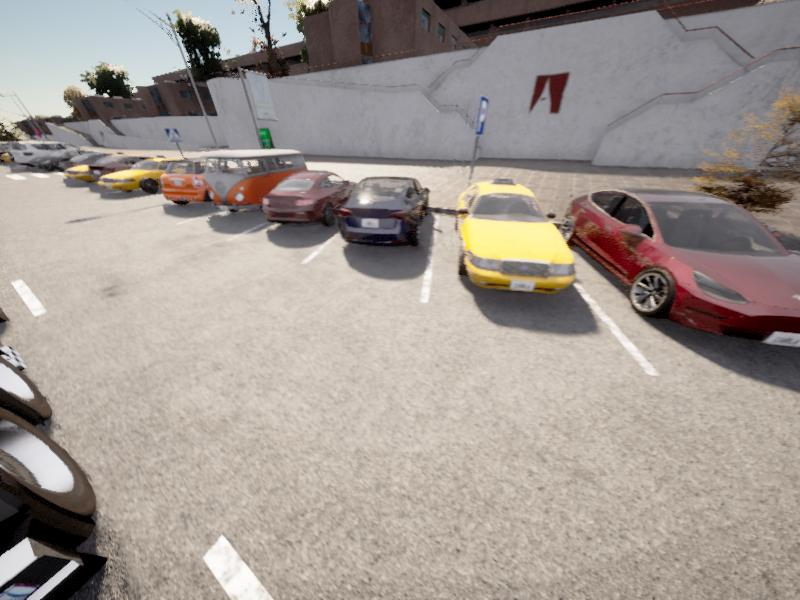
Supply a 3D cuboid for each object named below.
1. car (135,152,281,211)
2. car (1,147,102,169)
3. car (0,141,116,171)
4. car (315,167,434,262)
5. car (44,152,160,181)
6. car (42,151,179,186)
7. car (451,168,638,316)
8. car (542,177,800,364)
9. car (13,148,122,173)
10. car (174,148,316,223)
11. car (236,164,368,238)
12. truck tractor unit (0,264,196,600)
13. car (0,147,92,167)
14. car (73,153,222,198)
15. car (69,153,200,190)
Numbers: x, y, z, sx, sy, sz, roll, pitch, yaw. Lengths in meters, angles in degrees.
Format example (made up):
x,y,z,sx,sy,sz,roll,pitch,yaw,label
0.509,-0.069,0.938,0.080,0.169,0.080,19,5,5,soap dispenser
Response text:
x,y,z,sx,sy,sz,roll,pitch,yaw,label
-8.010,-5.569,10.455,2.185,1.767,4.553,6,35,8,car
-33.838,-14.054,22.737,2.097,1.535,5.008,6,35,8,car
-31.258,-13.427,21.393,2.435,2.045,5.566,6,35,8,car
-0.244,-2.916,6.923,2.163,1.488,4.792,6,35,8,car
-20.928,-9.751,16.651,2.002,1.452,4.674,6,35,8,car
-18.371,-8.826,15.261,1.946,1.575,5.366,6,35,8,car
2.316,-1.980,5.498,1.946,1.575,5.366,6,35,8,car
4.924,-1.199,4.413,2.163,1.488,4.792,6,35,8,car
-28.667,-12.353,20.294,2.231,1.521,4.892,6,35,8,car
-5.426,-4.744,9.105,1.878,1.987,4.442,6,35,8,car
-2.835,-3.739,8.126,2.002,1.452,4.674,6,35,8,car
-5.109,-0.304,0.784,6.516,4.208,3.053,18,39,24,truck tractor unit
-36.430,-14.895,23.955,2.231,1.521,4.892,6,35,8,car
-13.203,-7.102,12.830,1.946,1.575,5.366,6,35,8,car
-15.756,-8.057,14.240,2.163,1.488,4.792,6,35,8,car
